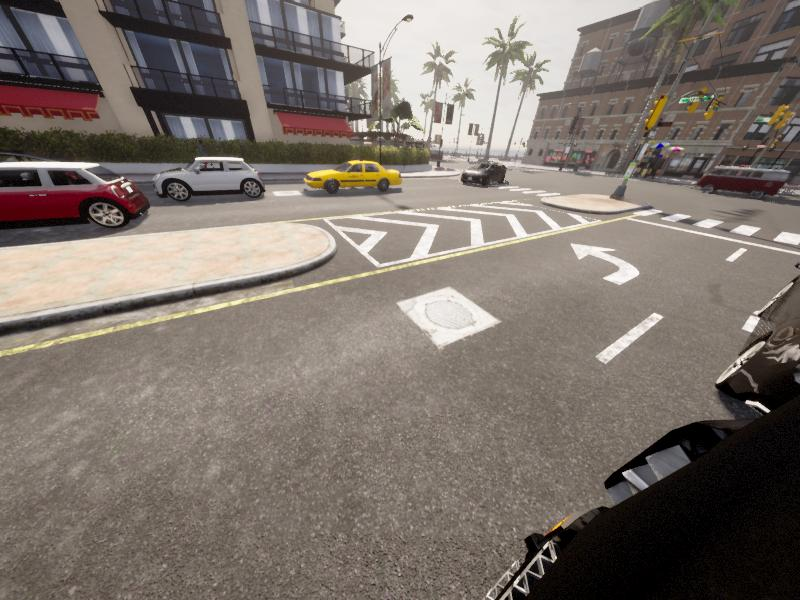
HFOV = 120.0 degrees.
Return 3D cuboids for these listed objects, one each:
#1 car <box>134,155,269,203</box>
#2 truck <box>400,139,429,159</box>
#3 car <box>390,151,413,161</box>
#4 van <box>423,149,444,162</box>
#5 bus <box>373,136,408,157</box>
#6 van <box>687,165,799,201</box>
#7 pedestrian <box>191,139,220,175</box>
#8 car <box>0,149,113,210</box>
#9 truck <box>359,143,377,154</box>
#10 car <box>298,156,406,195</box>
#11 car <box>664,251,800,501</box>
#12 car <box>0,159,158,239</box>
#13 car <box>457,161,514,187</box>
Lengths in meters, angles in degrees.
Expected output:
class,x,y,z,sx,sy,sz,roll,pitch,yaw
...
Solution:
class,x,y,z,sx,sy,sz,roll,pitch,yaw
car,-8.045,-5.240,9.882,3.806,1.475,1.970,-16,38,-26
truck,3.393,-37.717,57.549,2.891,3.827,8.468,-16,38,-26
car,0.163,-28.273,45.277,2.033,1.411,5.357,-16,38,-26
van,6.852,-29.628,47.299,1.775,1.987,4.442,-16,38,-26
bus,-2.743,-39.928,60.014,3.944,4.253,10.273,-19,39,-29
van,27.172,-9.525,18.593,1.775,1.987,4.442,-16,38,-26
pedestrian,-12.186,-8.981,14.530,0.751,1.860,0.751,-16,38,-26
car,-12.715,-3.908,7.446,3.705,1.549,1.789,-16,38,-26
truck,-10.070,-47.848,72.991,5.204,2.467,2.627,30,42,34
car,-2.469,-6.913,12.738,5.366,1.575,1.801,-16,38,-26
car,5.408,0.458,2.309,4.902,1.511,2.128,-16,38,-26
car,-9.273,-2.632,5.861,3.806,1.475,1.970,-16,38,-26
car,6.707,-9.918,18.021,4.514,1.525,2.007,-27,44,-37
